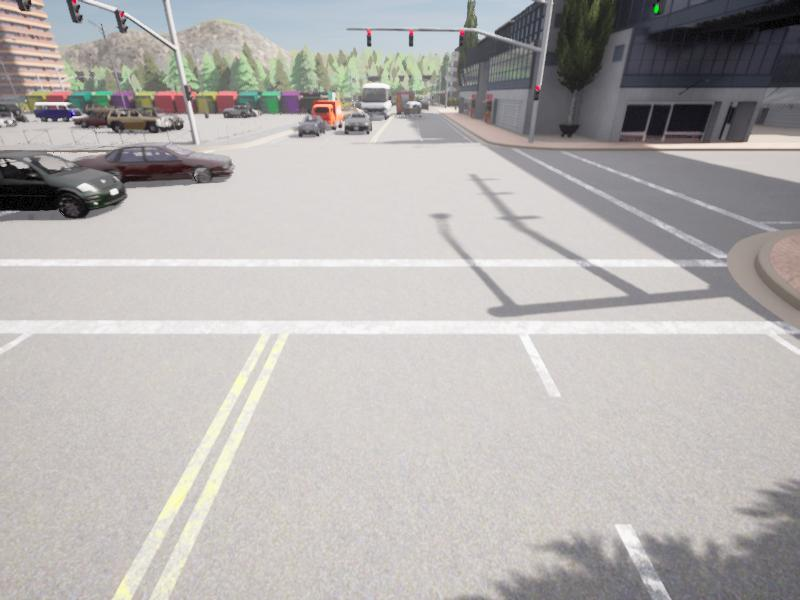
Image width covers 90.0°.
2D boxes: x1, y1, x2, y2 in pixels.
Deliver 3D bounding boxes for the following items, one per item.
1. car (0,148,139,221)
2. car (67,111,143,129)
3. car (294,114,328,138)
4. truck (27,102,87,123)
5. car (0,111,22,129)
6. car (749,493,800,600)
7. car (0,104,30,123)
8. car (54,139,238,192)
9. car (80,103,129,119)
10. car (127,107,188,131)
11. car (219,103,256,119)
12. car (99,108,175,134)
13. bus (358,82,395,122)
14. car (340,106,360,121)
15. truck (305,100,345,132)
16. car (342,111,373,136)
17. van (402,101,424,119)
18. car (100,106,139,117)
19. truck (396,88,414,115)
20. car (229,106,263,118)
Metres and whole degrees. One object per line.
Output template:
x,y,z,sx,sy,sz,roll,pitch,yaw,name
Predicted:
-10.083,-3.258,11.172,3.988,1.617,1.851,-1,27,-1,car
-27.797,-17.063,37.876,5.357,1.415,2.033,0,27,0,car
-7.090,-14.042,32.211,1.845,1.501,3.633,0,27,1,car
-38.841,-21.333,45.451,4.478,2.038,2.069,0,27,0,truck
-38.823,-17.062,37.887,3.806,1.475,1.970,0,27,0,car
3.501,2.267,0.697,1.994,1.385,4.181,0,27,0,car
-45.220,-21.248,45.498,3.866,1.878,1.905,0,27,0,car
-9.197,-5.172,15.125,5.357,1.411,2.033,-7,28,-13,car
-38.883,-25.009,52.801,4.605,1.855,1.932,0,27,0,car
-21.361,-16.022,35.345,3.866,1.878,1.905,0,27,0,car
-21.363,-25.001,52.793,3.866,1.878,1.905,0,27,0,car
-21.420,-14.700,32.770,4.605,1.855,1.932,0,27,0,car
-2.883,-26.320,53.098,3.944,4.253,10.273,1,27,1,bus
-6.537,-24.586,52.646,1.801,1.575,5.366,1,27,1,car
-6.974,-17.570,38.036,2.627,2.467,5.204,1,27,1,truck
-3.565,-15.393,34.737,2.152,1.651,5.027,0,27,0,car
1.814,-27.365,57.551,2.069,2.038,4.480,-5,28,-10,van
-38.814,-26.147,55.473,3.905,1.438,1.784,0,27,0,car
0.965,-33.850,68.189,2.891,3.827,8.468,1,27,1,truck
-21.347,-26.113,55.477,3.806,1.475,1.970,0,27,0,car
